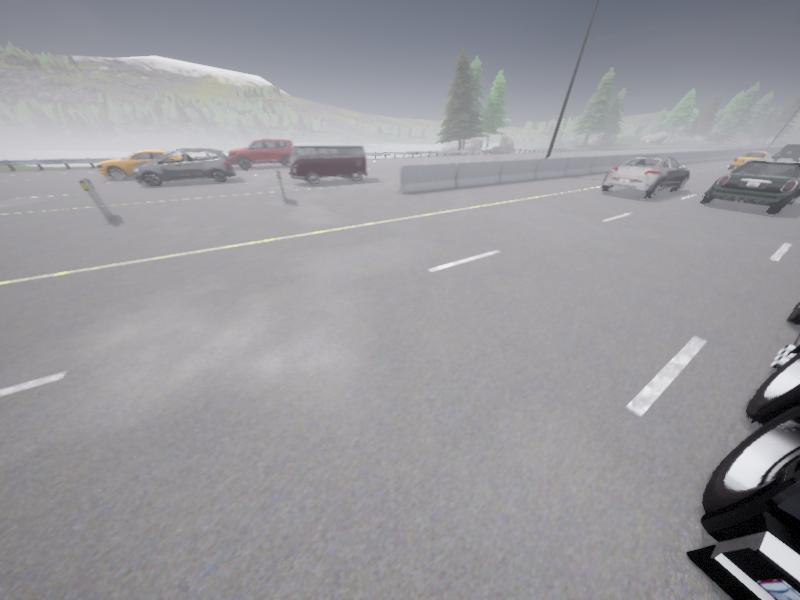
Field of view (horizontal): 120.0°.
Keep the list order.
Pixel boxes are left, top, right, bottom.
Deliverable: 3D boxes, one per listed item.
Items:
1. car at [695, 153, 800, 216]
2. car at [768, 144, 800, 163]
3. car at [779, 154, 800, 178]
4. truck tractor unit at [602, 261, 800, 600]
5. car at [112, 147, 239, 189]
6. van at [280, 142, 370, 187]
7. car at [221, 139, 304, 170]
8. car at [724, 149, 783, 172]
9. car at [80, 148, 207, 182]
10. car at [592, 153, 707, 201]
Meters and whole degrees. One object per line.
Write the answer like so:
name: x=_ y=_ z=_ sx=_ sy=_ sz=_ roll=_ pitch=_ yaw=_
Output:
car: x=15.180 y=-4.959 z=9.617 sx=4.553 sy=1.767 sz=2.097 roll=-18 pitch=39 yaw=-24
car: x=50.010 y=-18.825 z=29.619 sx=3.866 sy=1.878 sz=1.905 roll=-17 pitch=39 yaw=-25
car: x=31.198 y=-10.096 z=17.378 sx=3.806 sy=1.475 sz=1.970 roll=-18 pitch=39 yaw=-25
truck tractor unit: x=5.108 y=-0.303 z=0.788 sx=6.516 sy=4.208 sz=3.053 roll=-18 pitch=39 yaw=-24
car: x=-12.135 y=-7.609 z=13.109 sx=4.611 sy=1.667 sz=2.242 roll=-18 pitch=39 yaw=-24
van: x=-4.212 y=-8.003 z=13.504 sx=4.442 sy=1.987 sz=1.775 roll=-18 pitch=39 yaw=-25
car: x=-11.613 y=-12.602 z=19.862 sx=5.566 sy=2.045 sz=2.150 roll=-18 pitch=39 yaw=-24
car: x=32.922 y=-13.045 z=21.486 sx=5.366 sy=1.575 sz=1.801 roll=-18 pitch=39 yaw=-25
car: x=-15.748 y=-8.702 z=14.725 sx=5.008 sy=1.535 sz=1.882 roll=-18 pitch=39 yaw=-25
car: x=12.667 y=-6.398 z=11.769 sx=5.027 sy=1.651 sz=2.152 roll=-18 pitch=39 yaw=-24
